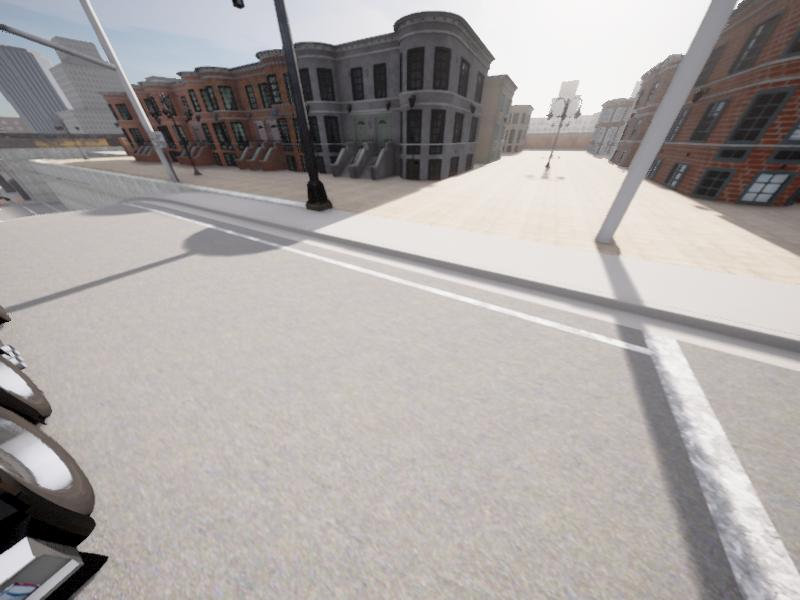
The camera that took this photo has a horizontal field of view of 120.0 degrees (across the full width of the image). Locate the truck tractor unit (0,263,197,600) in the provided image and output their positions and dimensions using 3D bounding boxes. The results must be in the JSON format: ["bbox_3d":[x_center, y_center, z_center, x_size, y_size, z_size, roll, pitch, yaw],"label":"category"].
[{"bbox_3d":[-5.112,-0.299,0.781,6.516,4.208,3.053,18,39,24],"label":"truck tractor unit"}]
